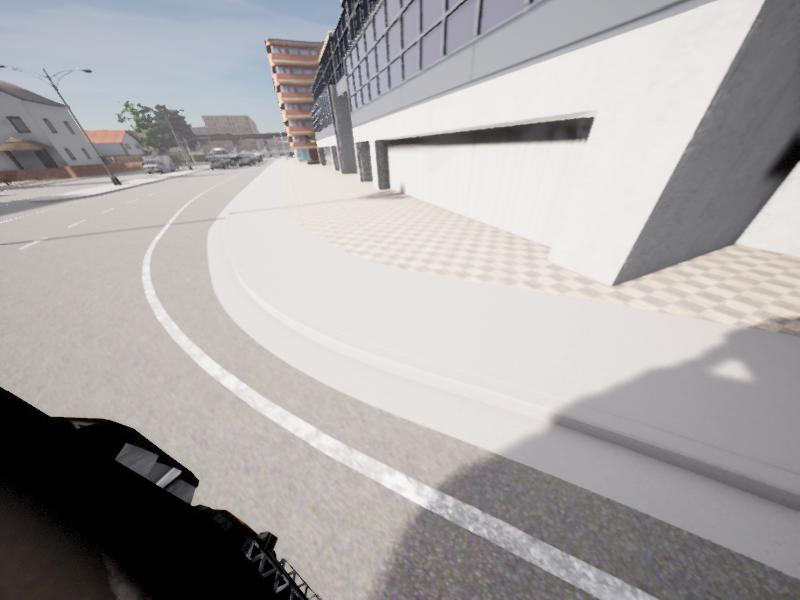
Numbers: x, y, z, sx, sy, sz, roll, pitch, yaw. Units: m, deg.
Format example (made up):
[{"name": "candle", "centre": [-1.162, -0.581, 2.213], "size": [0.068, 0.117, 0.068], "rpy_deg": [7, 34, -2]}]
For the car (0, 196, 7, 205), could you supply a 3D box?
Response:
[{"name": "car", "centre": [-27.107, -5.762, 13.378], "size": [1.895, 1.301, 4.718], "rpy_deg": [-13, 35, -15]}]

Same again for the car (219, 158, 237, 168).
[{"name": "car", "centre": [-36.271, -29.109, 48.898], "size": [2.038, 1.542, 4.974], "rpy_deg": [-15, 36, -18]}]

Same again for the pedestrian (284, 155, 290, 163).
[{"name": "pedestrian", "centre": [-24.714, -30.904, 50.623], "size": [0.751, 1.300, 0.751], "rpy_deg": [-21, 38, -25]}]

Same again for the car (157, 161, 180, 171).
[{"name": "car", "centre": [-48.340, -28.144, 48.357], "size": [1.816, 1.474, 4.193], "rpy_deg": [-15, 36, -18]}]

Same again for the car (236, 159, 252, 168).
[{"name": "car", "centre": [-31.286, -27.636, 46.540], "size": [1.895, 1.301, 4.718], "rpy_deg": [-15, 36, -18]}]

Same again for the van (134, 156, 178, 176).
[{"name": "van", "centre": [-39.230, -21.889, 37.454], "size": [2.351, 2.431, 6.366], "rpy_deg": [-15, 36, -18]}]

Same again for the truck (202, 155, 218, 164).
[{"name": "truck", "centre": [-62.381, -46.218, 75.959], "size": [2.390, 2.098, 6.274], "rpy_deg": [-15, 36, -18]}]

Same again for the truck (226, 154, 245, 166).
[{"name": "truck", "centre": [-40.167, -34.278, 56.427], "size": [2.390, 2.098, 6.274], "rpy_deg": [-15, 36, -18]}]

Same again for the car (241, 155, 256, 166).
[{"name": "car", "centre": [-34.396, -31.777, 52.541], "size": [2.097, 1.767, 4.553], "rpy_deg": [-15, 36, -18]}]

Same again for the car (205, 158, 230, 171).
[{"name": "car", "centre": [-32.405, -24.249, 41.196], "size": [2.242, 1.667, 4.611], "rpy_deg": [-15, 36, -18]}]

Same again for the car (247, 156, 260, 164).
[{"name": "car", "centre": [-38.559, -36.888, 60.924], "size": [2.152, 1.651, 5.027], "rpy_deg": [-15, 36, -18]}]
